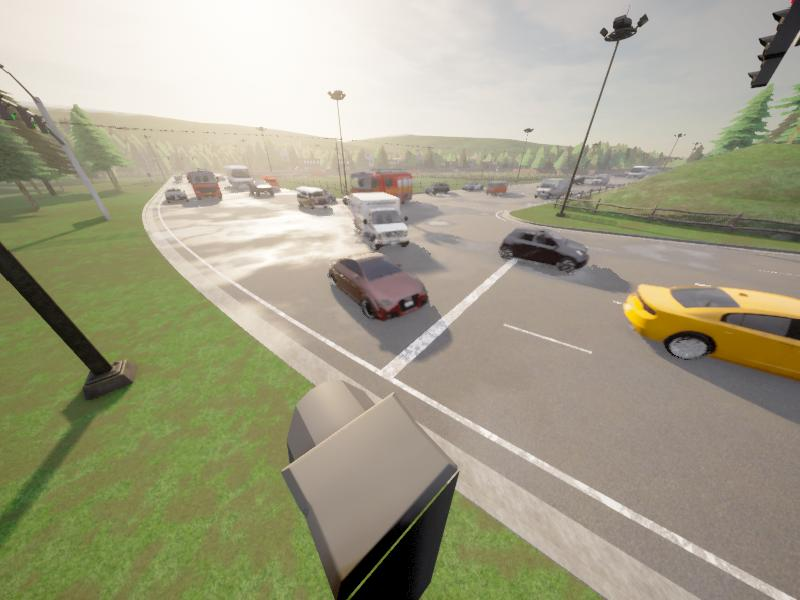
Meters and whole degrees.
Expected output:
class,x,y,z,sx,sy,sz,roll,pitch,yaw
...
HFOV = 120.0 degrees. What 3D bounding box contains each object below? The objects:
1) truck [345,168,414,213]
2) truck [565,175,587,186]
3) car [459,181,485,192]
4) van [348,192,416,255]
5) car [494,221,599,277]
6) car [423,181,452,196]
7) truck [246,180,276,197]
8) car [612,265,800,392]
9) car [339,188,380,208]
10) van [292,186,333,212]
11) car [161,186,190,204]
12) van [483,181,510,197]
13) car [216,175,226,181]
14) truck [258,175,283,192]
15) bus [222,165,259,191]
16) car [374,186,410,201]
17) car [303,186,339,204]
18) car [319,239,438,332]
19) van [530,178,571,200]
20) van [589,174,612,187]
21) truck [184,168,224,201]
class,x,y,z,sx,sy,sz,roll,pitch,yaw
truck,-1.823,-12.437,25.723,2.891,3.827,8.468,17,34,27
truck,43.964,-29.868,57.634,6.274,2.098,2.390,-23,37,-34
car,13.677,-21.472,43.663,4.974,1.542,2.038,-23,37,-34
van,-1.401,-5.072,14.362,2.351,2.431,6.366,-10,32,-17
car,6.749,-2.544,10.885,3.633,1.501,1.845,22,37,34
car,6.206,-18.484,38.145,4.605,1.855,1.932,-23,37,-34
truck,-22.458,-18.024,37.125,2.390,2.098,6.274,-23,37,-34
car,8.427,0.737,5.192,5.008,1.535,1.882,18,35,28
car,-4.743,-12.551,28.123,2.152,1.651,5.027,16,34,25
van,-9.573,-11.067,25.115,4.480,2.038,2.069,28,40,37
car,-29.716,-13.989,30.613,2.152,1.651,5.027,-23,37,-34
van,15.396,-17.819,36.882,4.442,1.987,1.775,-23,37,-34
car,-57.685,-39.236,74.427,1.882,1.535,5.008,-22,37,-33
truck,-24.882,-22.418,44.357,2.627,2.467,5.204,-22,37,-33
bus,-33.928,-26.040,48.844,3.944,4.253,10.273,-22,38,-33
car,-1.112,-15.090,32.661,4.792,1.488,2.163,-26,39,-37
car,-10.332,-13.723,30.103,2.242,1.667,4.611,-26,39,-37
car,-0.947,-0.826,8.068,1.994,1.385,4.181,-21,36,-32
van,21.992,-16.211,33.657,6.366,2.431,2.351,-23,37,-34
van,48.021,-28.697,55.273,6.366,2.431,2.351,-23,37,-34
truck,-28.387,-16.866,33.394,2.891,3.827,8.468,-22,37,-33
